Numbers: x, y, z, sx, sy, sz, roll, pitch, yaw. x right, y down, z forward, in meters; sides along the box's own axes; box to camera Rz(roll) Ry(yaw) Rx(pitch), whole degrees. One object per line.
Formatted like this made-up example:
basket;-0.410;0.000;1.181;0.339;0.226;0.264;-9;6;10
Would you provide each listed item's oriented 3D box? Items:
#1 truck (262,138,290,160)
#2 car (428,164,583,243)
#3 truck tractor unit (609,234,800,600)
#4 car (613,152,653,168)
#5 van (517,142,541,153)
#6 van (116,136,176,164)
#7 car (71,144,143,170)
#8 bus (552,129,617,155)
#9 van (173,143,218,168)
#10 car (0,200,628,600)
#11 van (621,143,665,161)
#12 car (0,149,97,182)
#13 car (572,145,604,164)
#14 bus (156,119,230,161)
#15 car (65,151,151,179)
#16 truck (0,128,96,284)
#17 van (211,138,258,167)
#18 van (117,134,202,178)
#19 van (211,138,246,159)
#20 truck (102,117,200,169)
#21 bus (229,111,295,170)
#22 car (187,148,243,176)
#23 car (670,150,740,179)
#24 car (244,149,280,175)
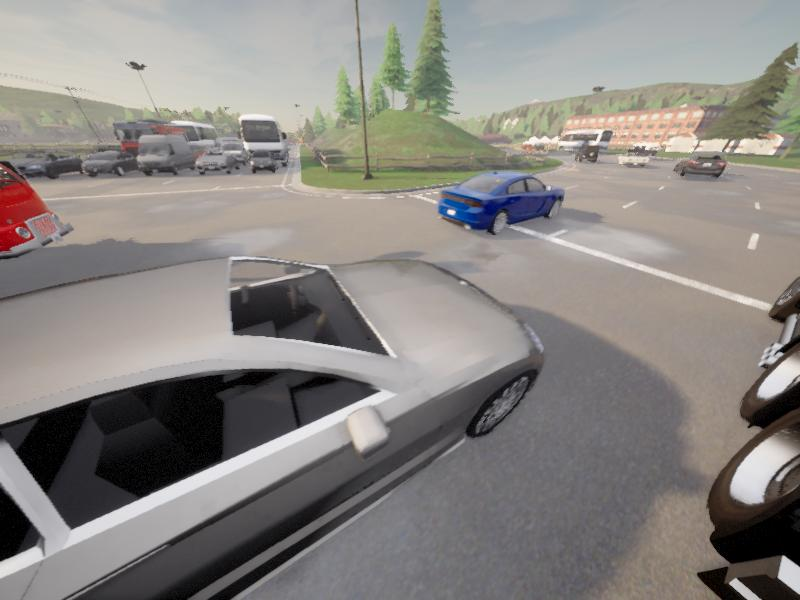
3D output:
truck;-17.328;-21.412;32.726;2.627;2.467;5.204;-11;36;-16
car;3.517;-3.424;7.674;5.008;1.535;1.882;-21;40;-27
truck tractor unit;5.054;-0.351;0.867;6.516;4.208;3.053;-20;39;-27
car;26.075;-15.841;26.028;1.895;1.301;4.718;16;38;22
van;31.168;-36.988;56.019;2.069;2.038;4.480;-11;36;-16
van;-30.027;-18.040;27.689;1.988;2.561;5.915;-11;36;-16
car;-27.457;-13.644;21.927;1.932;1.855;4.605;-11;36;-16
bus;40.018;-34.704;50.824;3.944;4.253;10.273;-9;36;-13
van;-20.894;-15.052;23.920;1.775;1.987;4.442;-11;36;-16
car;-1.145;0.599;1.742;5.027;1.651;2.152;-19;39;-25
van;37.050;-22.748;35.453;2.069;2.038;4.480;7;35;6
car;-24.977;-9.574;16.239;2.242;1.667;4.611;-11;36;-16
car;24.631;-19.246;30.421;1.905;1.878;3.866;13;37;16
bus;-28.670;-22.739;32.992;3.944;4.253;10.273;-11;36;-16
car;-21.867;-10.455;17.693;1.837;1.490;4.892;-11;36;-16
truck;-10.197;-1.399;3.819;5.204;2.467;2.627;-17;38;-24
van;-17.893;-16.363;25.453;2.351;2.431;6.366;-11;36;-16
van;-18.577;-11.554;18.389;1.988;2.561;5.915;-11;36;-16
van;-25.686;-22.931;34.898;2.351;2.431;6.366;-11;36;-16
truck;-24.883;-16.262;24.024;2.891;3.827;8.468;-11;36;-16
bus;-13.977;-16.988;24.783;3.944;4.253;10.273;-11;36;-16
car;-15.145;-11.617;19.313;2.152;1.651;5.027;-11;36;-16
car;24.716;-11.231;19.017;2.242;1.667;4.611;24;41;29
car;-11.578;-11.824;19.654;1.851;1.617;3.988;-11;36;-16
